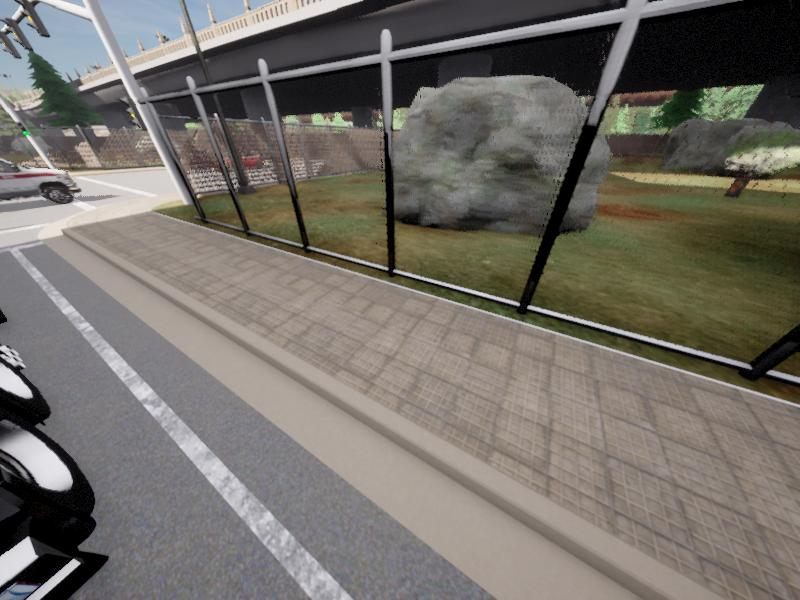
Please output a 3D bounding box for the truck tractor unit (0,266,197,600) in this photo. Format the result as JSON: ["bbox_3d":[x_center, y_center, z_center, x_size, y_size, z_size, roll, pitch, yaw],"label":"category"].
[{"bbox_3d":[-5.107,-0.306,0.773,6.516,4.208,3.053,18,39,24],"label":"truck tractor unit"}]

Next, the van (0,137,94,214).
[{"bbox_3d":[-16.758,-4.301,8.188,2.351,2.431,6.366,18,39,24],"label":"van"}]
